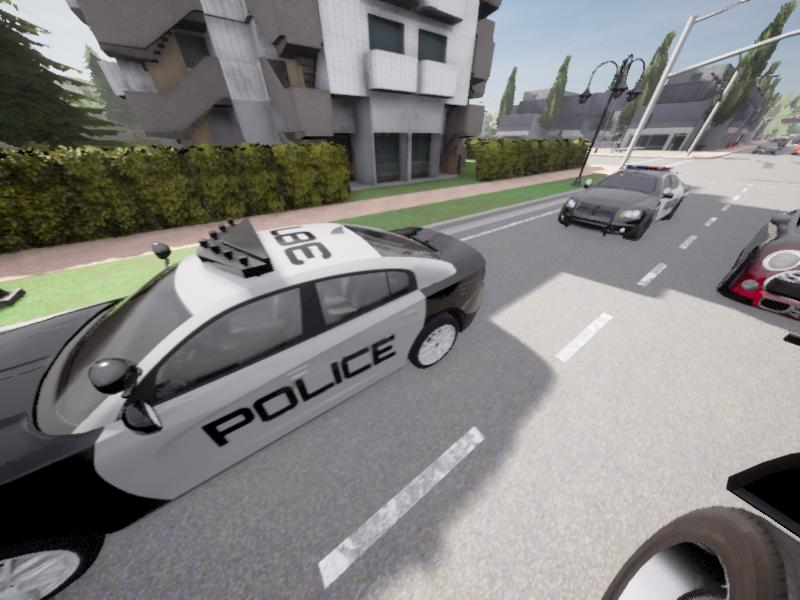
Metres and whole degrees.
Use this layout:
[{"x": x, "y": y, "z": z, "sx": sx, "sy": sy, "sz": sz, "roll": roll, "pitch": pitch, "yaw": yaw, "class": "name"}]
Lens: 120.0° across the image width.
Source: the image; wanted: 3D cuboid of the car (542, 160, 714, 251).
[{"x": 6.874, "y": -3.119, "z": 6.952, "sx": 4.974, "sy": 1.542, "sz": 2.038, "roll": -22, "pitch": 41, "yaw": -28, "class": "car"}]

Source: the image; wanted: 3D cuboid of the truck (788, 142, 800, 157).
[{"x": 53.237, "y": -19.899, "z": 29.582, "sx": 5.204, "sy": 2.467, "sz": 2.627, "roll": -22, "pitch": 41, "yaw": -28, "class": "truck"}]

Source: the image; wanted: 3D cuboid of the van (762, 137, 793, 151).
[{"x": 67.587, "y": -28.016, "z": 41.368, "sx": 4.480, "sy": 2.038, "sz": 2.069, "roll": -22, "pitch": 41, "yaw": -28, "class": "van"}]

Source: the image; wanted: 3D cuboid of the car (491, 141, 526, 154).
[{"x": 18.028, "y": -25.670, "z": 38.770, "sx": 2.033, "sy": 1.649, "sz": 4.856, "roll": -19, "pitch": 39, "yaw": -24, "class": "car"}]

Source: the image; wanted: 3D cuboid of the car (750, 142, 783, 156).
[{"x": 50.566, "y": -20.853, "z": 31.847, "sx": 4.674, "sy": 1.442, "sz": 1.812, "roll": -22, "pitch": 41, "yaw": -28, "class": "car"}]

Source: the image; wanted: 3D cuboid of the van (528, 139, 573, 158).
[{"x": 20.068, "y": -20.442, "z": 31.029, "sx": 1.775, "sy": 1.987, "sz": 4.442, "roll": -24, "pitch": 42, "yaw": -30, "class": "van"}]

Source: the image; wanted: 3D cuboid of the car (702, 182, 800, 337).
[{"x": 7.057, "y": -0.708, "z": 3.577, "sx": 3.806, "sy": 1.475, "sz": 1.970, "roll": -22, "pitch": 41, "yaw": -28, "class": "car"}]

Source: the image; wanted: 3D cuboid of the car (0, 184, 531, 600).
[{"x": -1.382, "y": 0.194, "z": 2.220, "sx": 5.238, "sy": 1.638, "sz": 1.930, "roll": -22, "pitch": 41, "yaw": -28, "class": "car"}]
